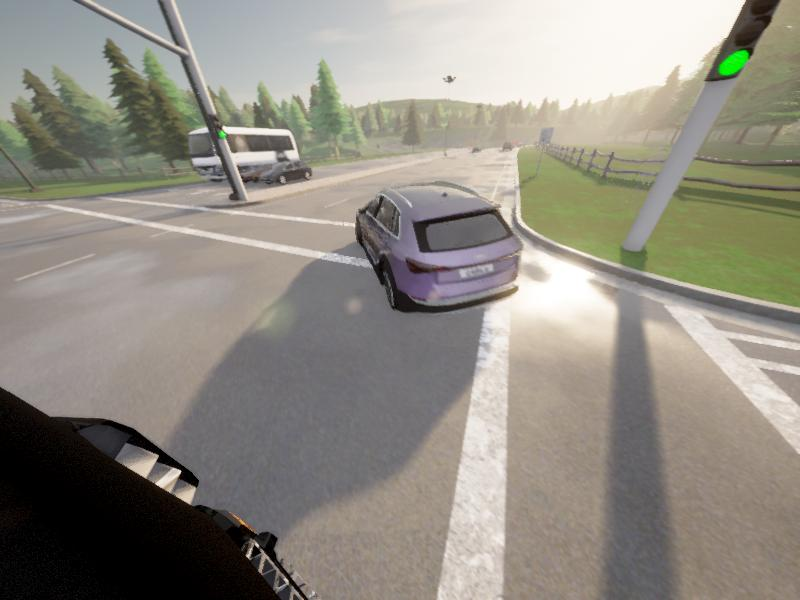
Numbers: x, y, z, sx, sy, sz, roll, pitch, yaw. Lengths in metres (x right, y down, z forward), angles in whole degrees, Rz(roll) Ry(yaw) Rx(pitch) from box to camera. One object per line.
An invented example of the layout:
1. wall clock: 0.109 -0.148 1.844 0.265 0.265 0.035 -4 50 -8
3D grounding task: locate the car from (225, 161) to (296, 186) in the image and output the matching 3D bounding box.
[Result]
1. car: -12.510 -11.682 21.176 2.033 1.411 5.357 11 36 20

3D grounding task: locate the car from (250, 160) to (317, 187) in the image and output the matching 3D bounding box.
1. car: -9.533 -10.740 19.449 1.837 1.490 4.892 11 36 20

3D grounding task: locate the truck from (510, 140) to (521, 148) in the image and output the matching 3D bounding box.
1. truck: 44.645 -60.348 89.205 2.627 2.467 5.204 16 38 25

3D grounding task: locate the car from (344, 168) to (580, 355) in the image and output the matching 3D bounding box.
1. car: 0.287 -1.460 4.644 2.033 1.649 4.856 -13 35 -11

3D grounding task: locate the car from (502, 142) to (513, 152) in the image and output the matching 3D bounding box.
1. car: 28.767 -41.075 61.773 2.150 2.045 5.566 12 36 21

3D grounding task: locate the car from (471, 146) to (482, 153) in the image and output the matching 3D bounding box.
1. car: 19.986 -39.112 59.949 1.837 1.490 4.892 12 36 21

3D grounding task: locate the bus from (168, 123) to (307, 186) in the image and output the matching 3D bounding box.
1. bus: -14.904 -14.564 23.105 3.944 4.253 10.273 11 36 20
